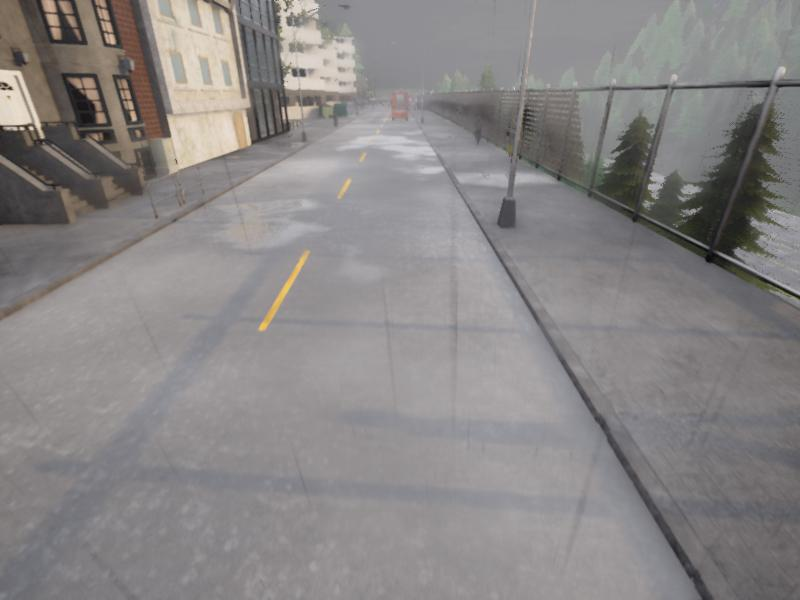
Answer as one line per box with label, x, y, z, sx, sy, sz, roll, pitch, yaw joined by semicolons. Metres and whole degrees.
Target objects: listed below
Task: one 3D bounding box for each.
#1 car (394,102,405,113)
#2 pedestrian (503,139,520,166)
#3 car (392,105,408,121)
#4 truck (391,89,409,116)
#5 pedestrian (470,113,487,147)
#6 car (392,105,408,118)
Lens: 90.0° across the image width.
car;-0.008;-36.893;76.589;2.033;1.649;4.856;0;27;0
pedestrian;5.046;-6.678;18.101;0.500;1.100;0.500;1;27;2
car;-0.006;-24.654;52.617;2.097;1.767;4.553;0;27;0
truck;-0.003;-33.244;67.100;2.891;3.827;8.468;0;27;0
pedestrian;4.800;-10.375;24.465;0.751;1.860;0.751;1;27;2
car;-0.010;-27.837;58.998;2.152;1.651;5.027;0;27;0
